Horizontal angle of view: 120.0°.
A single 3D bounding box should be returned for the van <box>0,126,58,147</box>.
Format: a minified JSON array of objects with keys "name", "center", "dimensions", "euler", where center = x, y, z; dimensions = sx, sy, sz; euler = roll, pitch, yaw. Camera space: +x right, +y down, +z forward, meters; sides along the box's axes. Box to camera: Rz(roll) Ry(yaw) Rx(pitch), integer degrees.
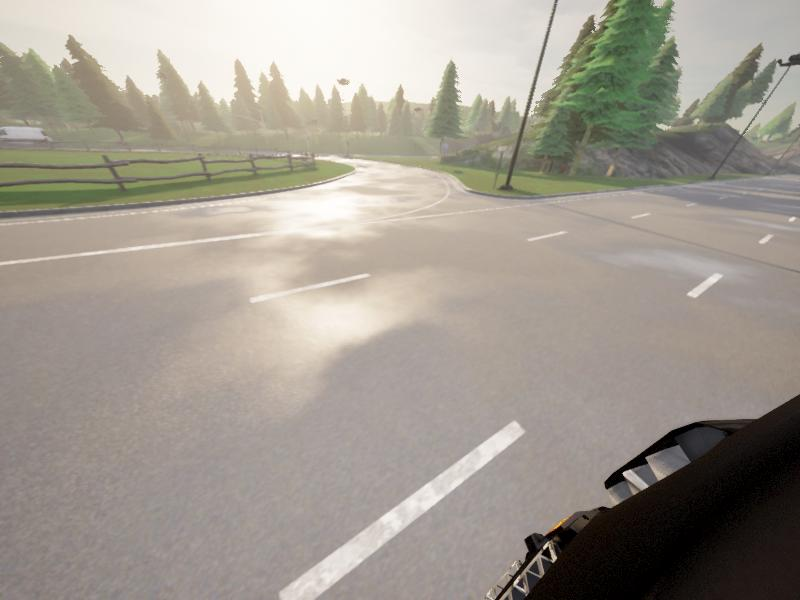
[{"name":"van","center":[-61.228,-26.404,37.261],"dimensions":[5.915,2.561,1.988],"euler":[-16,38,-26]}]
